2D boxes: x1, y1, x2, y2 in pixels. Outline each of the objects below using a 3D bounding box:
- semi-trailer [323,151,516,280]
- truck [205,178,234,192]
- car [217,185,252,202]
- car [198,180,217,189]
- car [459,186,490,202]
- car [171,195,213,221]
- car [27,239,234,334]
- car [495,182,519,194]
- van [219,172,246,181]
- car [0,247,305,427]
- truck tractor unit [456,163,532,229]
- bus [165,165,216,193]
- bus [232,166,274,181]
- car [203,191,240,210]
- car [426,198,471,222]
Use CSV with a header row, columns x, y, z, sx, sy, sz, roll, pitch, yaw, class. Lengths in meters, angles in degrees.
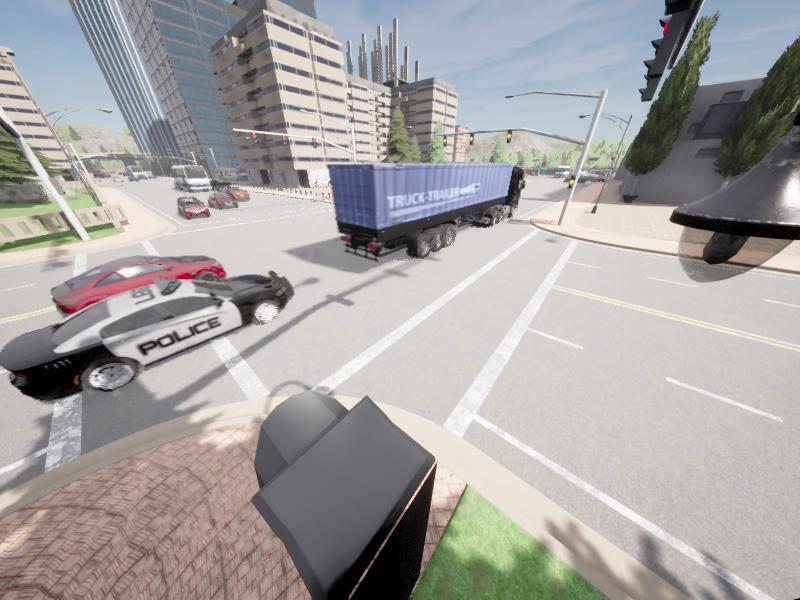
x,y,z,sx,sy,sz,roll,pitch,yaw,class
2.709,-5.870,13.752,2.717,4.402,14.254,23,37,34,semi-trailer
-34.466,-22.062,44.121,6.274,2.098,2.390,24,38,35,truck
-22.910,-14.768,31.964,5.027,1.651,2.152,23,37,34,car
-40.872,-24.541,49.037,4.193,1.474,1.816,23,37,34,car
10.255,-14.559,31.692,2.038,1.542,4.974,23,37,34,car
-19.080,-8.535,21.181,3.988,1.617,1.851,24,38,36,car
-8.731,-0.802,8.026,1.994,1.385,4.181,18,34,28,car
18.843,-19.664,40.553,2.128,1.511,4.902,23,37,34,car
-54.541,-40.466,75.548,2.351,2.431,6.366,23,37,34,van
-5.529,0.234,5.959,1.930,1.638,5.238,23,37,34,car
7.790,-8.823,19.055,3.053,4.208,6.516,23,37,34,truck tractor unit
-39.050,-22.611,42.918,10.273,4.253,3.944,23,37,34,bus
-48.457,-42.037,76.444,3.944,4.253,10.273,23,37,34,bus
-20.100,-11.219,25.995,4.674,1.442,1.812,23,37,34,car
4.514,-8.318,21.116,1.895,1.301,4.718,23,37,34,car
